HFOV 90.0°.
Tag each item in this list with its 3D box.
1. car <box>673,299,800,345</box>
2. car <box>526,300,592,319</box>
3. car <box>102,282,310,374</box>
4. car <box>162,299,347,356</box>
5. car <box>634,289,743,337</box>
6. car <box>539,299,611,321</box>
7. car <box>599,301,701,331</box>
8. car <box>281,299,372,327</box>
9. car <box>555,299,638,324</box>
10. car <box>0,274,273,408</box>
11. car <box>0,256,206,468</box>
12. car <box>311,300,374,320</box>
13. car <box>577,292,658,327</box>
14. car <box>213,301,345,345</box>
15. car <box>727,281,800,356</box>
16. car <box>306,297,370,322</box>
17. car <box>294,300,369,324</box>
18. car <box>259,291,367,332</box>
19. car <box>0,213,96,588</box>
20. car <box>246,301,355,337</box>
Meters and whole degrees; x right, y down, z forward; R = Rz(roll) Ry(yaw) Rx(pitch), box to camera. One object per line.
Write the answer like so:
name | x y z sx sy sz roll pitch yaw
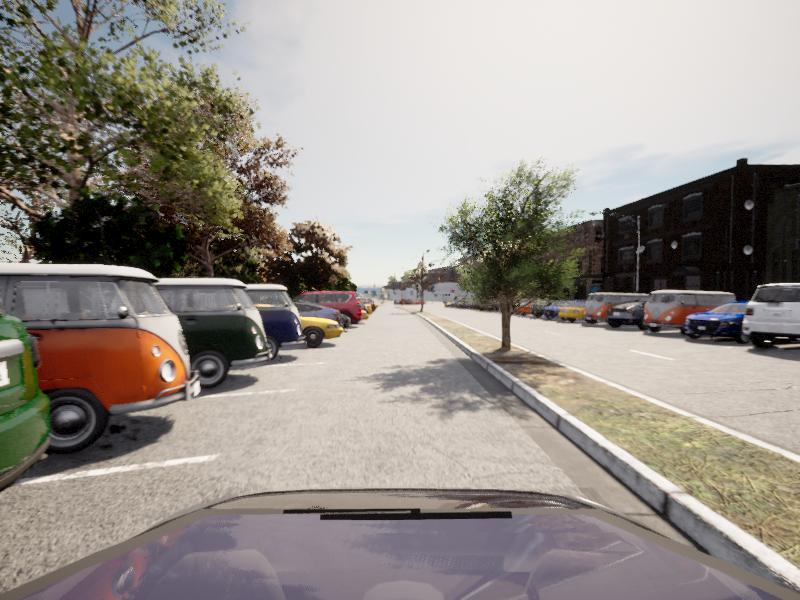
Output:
car | 13.374 0.788 15.455 5.008 1.535 2.097 1 0 -20
car | 13.292 0.763 33.533 4.892 1.521 2.231 1 0 -21
car | -4.721 0.589 10.363 4.442 1.987 1.878 -1 0 -20
car | -4.650 0.807 13.362 5.366 1.575 1.946 -1 0 -20
car | 13.268 0.557 18.419 4.442 1.987 1.878 1 0 -20
car | 13.347 0.767 30.515 5.008 1.535 2.097 1 0 -21
car | 13.399 0.810 21.489 4.792 1.488 2.163 1 0 -20
car | -4.666 0.794 25.264 5.366 1.575 1.946 -1 0 -20
car | 13.529 0.770 27.572 5.366 1.575 1.946 1 0 -20
car | -4.720 0.592 7.385 4.442 1.987 1.878 -1 0 -20
car | -4.719 0.596 4.408 4.442 1.987 1.878 -1 0 -20
car | -4.922 0.790 34.098 5.008 1.535 2.097 -1 0 -21
car | 13.263 0.548 24.444 4.442 1.987 1.878 1 0 -20
car | -4.851 0.839 16.259 4.792 1.488 2.163 -1 0 -20
car | 13.396 0.541 12.464 5.566 2.045 2.435 1 0 -20
car | -4.860 0.667 31.142 4.553 1.767 2.185 -1 0 -21
car | -4.851 0.797 28.164 4.892 1.521 2.231 -1 0 -20
car | -4.857 0.552 22.210 5.566 2.045 2.435 -1 0 -20
car | -4.856 0.575 1.377 5.566 2.045 2.435 -1 0 -20
car | -4.800 0.835 19.262 4.792 1.488 2.163 -1 0 -20
